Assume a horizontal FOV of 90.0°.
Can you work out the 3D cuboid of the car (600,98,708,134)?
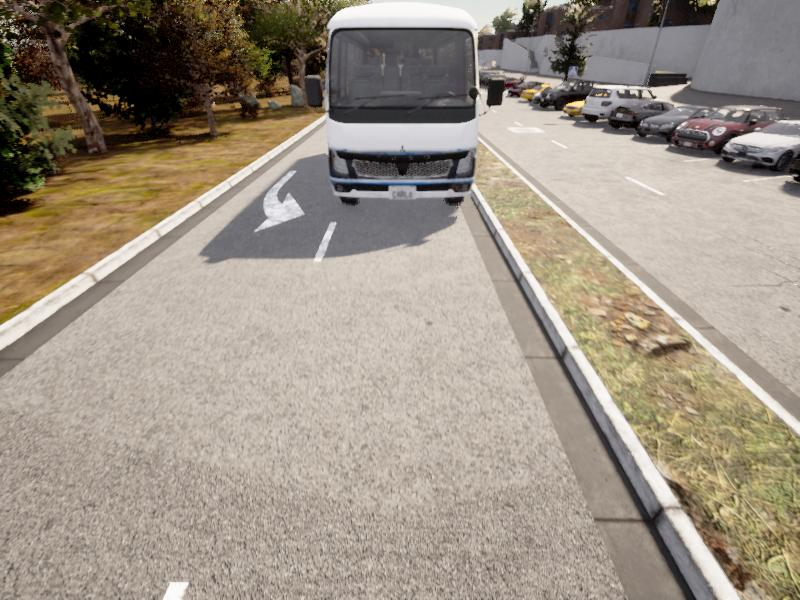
[{"bbox_3d":[13.858,-10.134,21.963,4.792,1.488,2.163,-10,32,-18],"label":"car"}]

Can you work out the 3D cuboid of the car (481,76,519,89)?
[{"bbox_3d":[13.854,-30.175,55.445,4.674,1.452,2.002,-10,32,-17],"label":"car"}]

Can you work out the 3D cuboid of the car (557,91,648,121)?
[{"bbox_3d":[13.664,-13.177,27.049,5.366,1.575,1.946,-10,33,-17],"label":"car"}]

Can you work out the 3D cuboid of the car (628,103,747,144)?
[{"bbox_3d":[13.832,-8.590,19.361,4.674,1.452,2.002,-10,32,-18],"label":"car"}]

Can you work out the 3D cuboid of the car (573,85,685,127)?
[{"bbox_3d":[13.863,-11.898,24.404,5.566,2.045,2.435,-10,32,-17],"label":"car"}]

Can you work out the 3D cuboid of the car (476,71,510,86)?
[{"bbox_3d":[13.974,-33.502,60.454,4.442,1.987,1.878,-10,32,-17],"label":"car"}]

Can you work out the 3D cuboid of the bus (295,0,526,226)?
[{"bbox_3d":[0.146,-6.065,12.227,3.944,4.253,10.273,0,30,0],"label":"bus"}]

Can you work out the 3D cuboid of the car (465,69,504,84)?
[{"bbox_3d":[13.845,-36.575,65.501,5.566,2.045,2.435,-10,33,-17],"label":"car"}]

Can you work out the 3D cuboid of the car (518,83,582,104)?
[{"bbox_3d":[14.016,-19.400,37.481,5.366,1.575,1.946,-10,32,-17],"label":"car"}]

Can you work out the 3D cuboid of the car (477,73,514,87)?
[{"bbox_3d":[13.833,-31.851,57.905,4.553,1.767,2.185,-10,32,-17],"label":"car"}]

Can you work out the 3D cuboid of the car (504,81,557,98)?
[{"bbox_3d":[13.823,-22.430,42.571,4.792,1.488,2.163,-10,33,-17],"label":"car"}]

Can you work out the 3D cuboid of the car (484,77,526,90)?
[{"bbox_3d":[13.831,-28.626,52.854,4.792,1.488,2.163,-10,33,-17],"label":"car"}]

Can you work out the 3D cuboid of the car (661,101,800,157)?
[{"bbox_3d":[13.860,-7.227,16.696,4.553,1.767,2.185,-10,32,-18],"label":"car"}]

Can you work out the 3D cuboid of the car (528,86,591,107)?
[{"bbox_3d":[13.847,-17.785,34.866,4.674,1.452,2.002,-10,33,-17],"label":"car"}]

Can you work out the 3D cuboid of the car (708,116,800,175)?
[{"bbox_3d":[13.828,-5.567,14.179,4.674,1.452,2.002,-10,32,-18],"label":"car"}]

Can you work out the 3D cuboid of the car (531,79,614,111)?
[{"bbox_3d":[13.818,-16.482,32.127,5.566,2.045,2.435,-10,33,-17],"label":"car"}]

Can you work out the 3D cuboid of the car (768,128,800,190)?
[{"bbox_3d":[13.817,-4.092,11.566,5.008,1.535,2.097,-10,32,-18],"label":"car"}]
